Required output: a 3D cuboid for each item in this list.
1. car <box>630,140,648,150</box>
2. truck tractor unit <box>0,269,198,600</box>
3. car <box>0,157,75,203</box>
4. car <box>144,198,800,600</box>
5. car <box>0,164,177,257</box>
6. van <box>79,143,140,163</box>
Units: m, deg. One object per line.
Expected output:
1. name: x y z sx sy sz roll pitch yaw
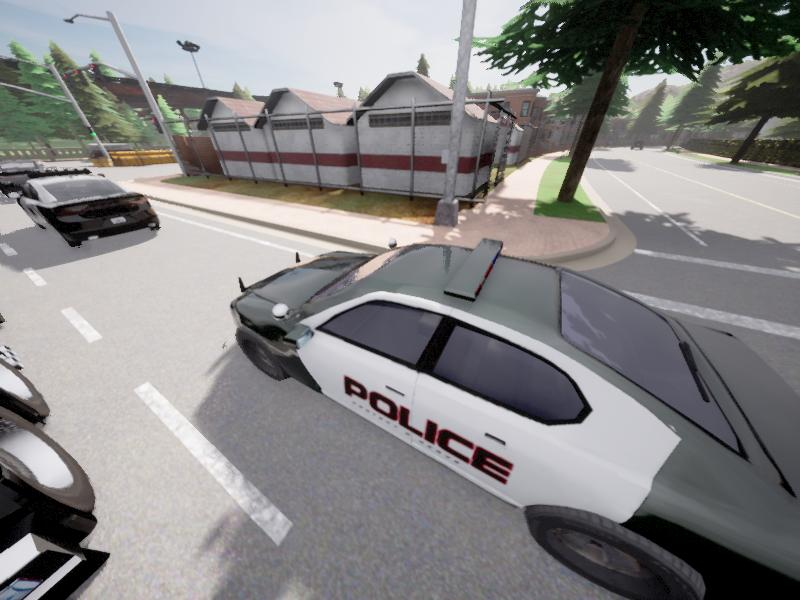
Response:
1. car: 54.740 -35.552 52.921 3.866 1.878 1.905 -28 43 -34
2. truck tractor unit: -5.117 -0.296 0.764 6.516 4.208 3.053 18 39 24
3. car: -19.248 -6.409 12.040 4.902 1.511 2.128 25 42 32
4. car: 0.242 0.214 2.349 4.974 1.542 2.038 17 39 24
5. car: -9.450 -2.914 6.828 5.238 1.638 1.930 17 39 24
6. van: -38.855 -19.849 31.085 1.775 1.987 4.442 16 38 22
